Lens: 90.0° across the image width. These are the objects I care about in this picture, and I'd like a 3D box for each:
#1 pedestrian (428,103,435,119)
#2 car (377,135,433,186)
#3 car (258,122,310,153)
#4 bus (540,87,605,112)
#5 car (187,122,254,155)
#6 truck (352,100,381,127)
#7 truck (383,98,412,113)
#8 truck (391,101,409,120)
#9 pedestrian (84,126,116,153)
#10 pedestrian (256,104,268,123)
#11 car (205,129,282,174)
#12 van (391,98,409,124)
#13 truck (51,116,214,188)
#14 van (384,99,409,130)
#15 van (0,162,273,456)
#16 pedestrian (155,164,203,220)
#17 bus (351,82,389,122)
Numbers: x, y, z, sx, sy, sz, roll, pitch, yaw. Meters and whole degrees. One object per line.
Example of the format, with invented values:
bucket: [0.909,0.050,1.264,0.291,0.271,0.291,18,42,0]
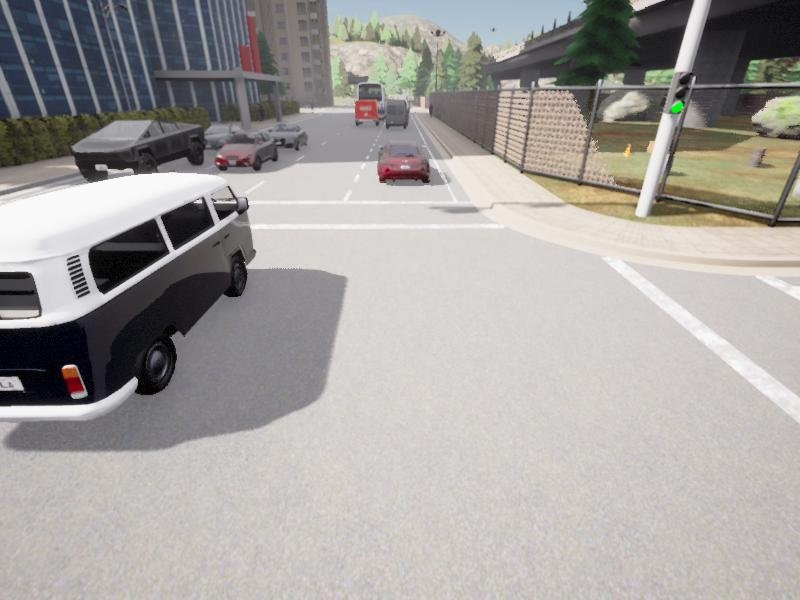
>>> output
pedestrian: [4.045,-24.671,52.114,0.751,1.860,0.751,-1,27,-2]
car: [0.111,-5.774,16.289,1.994,1.385,4.181,-1,27,-2]
car: [-6.993,-10.078,24.650,1.994,1.385,4.181,0,27,-1]
bus: [32.927,-38.511,76.943,10.273,4.253,3.944,0,27,0]
car: [-10.483,-9.686,23.801,1.812,1.442,4.674,0,27,0]
truck: [-3.481,-20.233,43.189,2.627,2.467,5.204,0,27,0]
truck: [-0.506,-36.128,74.152,5.204,2.467,2.627,0,27,0]
truck: [0.021,-25.993,54.805,2.390,2.098,6.274,0,27,0]
pedestrian: [-16.094,-8.611,21.474,0.751,1.300,0.751,0,27,1]
pedestrian: [-15.323,-20.720,44.409,0.751,1.860,0.751,0,27,-1]
car: [-6.984,-6.924,18.401,1.816,1.474,4.193,0,27,0]
van: [0.023,-22.338,47.219,1.988,2.561,5.915,0,27,0]
truck: [-10.486,-6.382,16.661,2.390,2.098,6.274,0,27,0]
van: [-0.247,-18.509,39.772,1.988,2.561,5.915,2,27,3]
van: [-3.481,-0.460,5.265,2.069,2.038,4.480,0,26,0]
pedestrian: [-5.908,-2.923,10.783,0.751,1.300,0.751,-7,28,-14]
bus: [-3.600,-25.409,51.312,3.944,4.253,10.273,0,27,0]
